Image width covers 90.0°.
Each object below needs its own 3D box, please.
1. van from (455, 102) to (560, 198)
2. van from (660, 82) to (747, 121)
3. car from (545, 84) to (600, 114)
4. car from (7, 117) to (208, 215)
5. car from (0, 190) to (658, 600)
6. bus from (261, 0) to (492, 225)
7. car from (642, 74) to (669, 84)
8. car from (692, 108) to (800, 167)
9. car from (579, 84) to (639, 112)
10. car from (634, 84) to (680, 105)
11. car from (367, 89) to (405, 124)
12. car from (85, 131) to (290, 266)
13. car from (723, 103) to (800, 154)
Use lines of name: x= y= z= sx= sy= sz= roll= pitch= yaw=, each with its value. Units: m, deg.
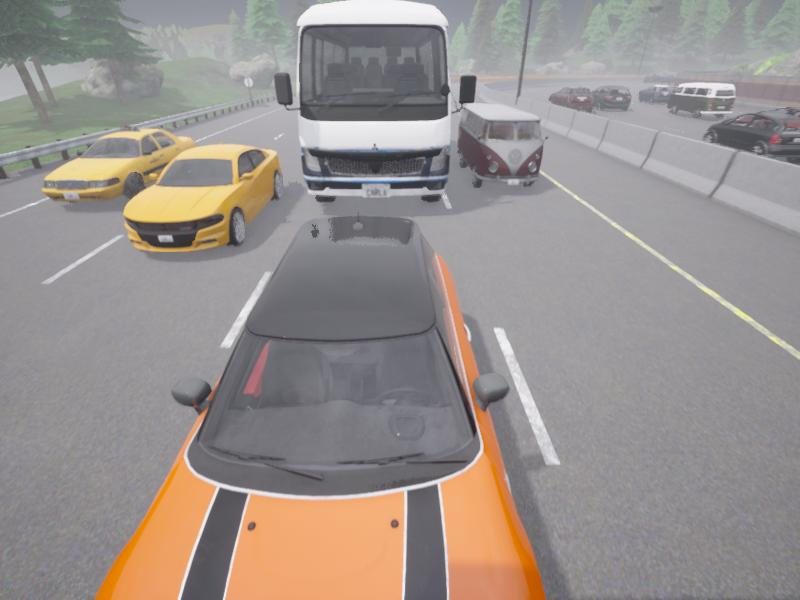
van: x=2.911 y=-4.681 z=12.014 sx=1.775 sy=1.987 sz=4.442 roll=-1 pitch=30 yaw=-1
van: x=20.099 y=-13.386 z=26.814 sx=2.069 sy=2.038 sz=4.480 roll=-1 pitch=30 yaw=-1
car: x=13.043 y=-15.461 z=30.605 sx=2.097 sy=1.767 sz=4.553 roll=0 pitch=30 yaw=0
car: x=-7.576 y=-4.028 z=11.305 sx=1.801 sy=1.575 sz=5.366 roll=-1 pitch=30 yaw=-1
car: x=-0.386 y=0.633 z=3.133 sx=2.097 sy=1.767 sz=4.553 roll=-1 pitch=30 yaw=-1
bus: x=-0.487 y=-6.096 z=12.194 sx=3.944 sy=4.253 sz=10.273 roll=-1 pitch=30 yaw=-1
car: x=47.136 y=-40.822 z=73.803 sx=3.705 sy=1.549 sz=1.789 roll=-9 pitch=32 yaw=-14
car: x=13.350 y=-6.190 z=15.015 sx=1.789 sy=1.549 sz=3.705 roll=-1 pitch=31 yaw=-1
car: x=16.546 y=-16.209 z=32.005 sx=2.242 sy=1.667 sz=4.611 roll=0 pitch=31 yaw=0
car: x=23.829 y=-19.157 z=37.225 sx=1.970 sy=1.475 sz=3.806 roll=3 pitch=30 yaw=4
car: x=-0.828 y=-12.497 z=25.674 sx=2.242 sy=1.667 sz=4.611 roll=0 pitch=30 yaw=0
car: x=-4.022 y=-2.542 z=8.809 sx=1.882 sy=1.535 sz=5.008 roll=-1 pitch=30 yaw=-1
car: x=16.804 y=-7.450 z=17.191 sx=2.007 sy=1.525 sz=4.514 roll=-1 pitch=30 yaw=-1
